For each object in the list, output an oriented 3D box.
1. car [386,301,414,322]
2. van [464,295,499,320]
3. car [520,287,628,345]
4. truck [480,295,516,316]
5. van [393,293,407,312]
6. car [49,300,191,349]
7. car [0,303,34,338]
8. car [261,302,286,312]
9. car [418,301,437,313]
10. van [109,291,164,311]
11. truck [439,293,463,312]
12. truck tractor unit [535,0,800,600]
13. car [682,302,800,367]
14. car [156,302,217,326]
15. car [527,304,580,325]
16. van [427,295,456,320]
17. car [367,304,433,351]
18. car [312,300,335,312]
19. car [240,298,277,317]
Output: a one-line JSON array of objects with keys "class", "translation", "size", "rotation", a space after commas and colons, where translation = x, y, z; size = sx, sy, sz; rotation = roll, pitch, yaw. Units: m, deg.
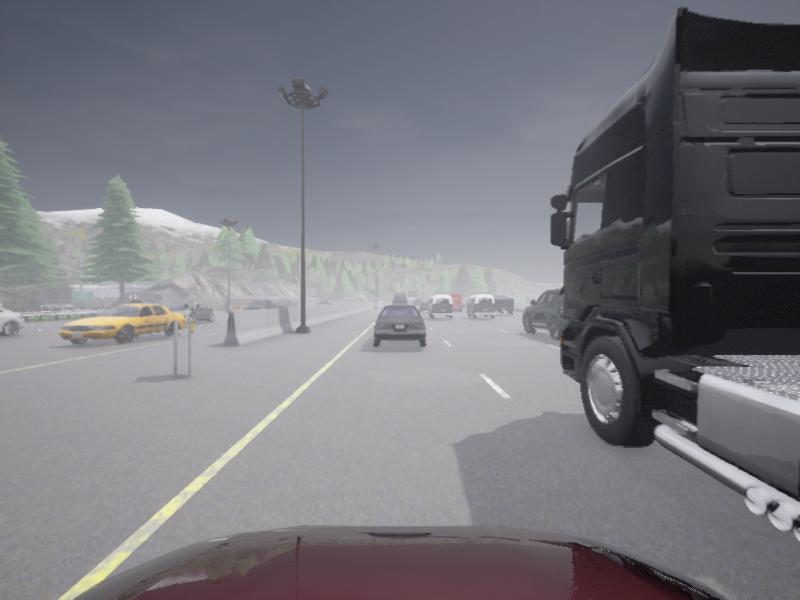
[{"class": "car", "translation": [-0.012, 0.833, 32.159], "size": [2.038, 1.542, 4.974], "rotation": [0, 0, 0]}, {"class": "van", "translation": [6.987, 0.576, 34.786], "size": [2.069, 2.038, 4.480], "rotation": [0, 0, 0]}, {"class": "car", "translation": [6.994, 0.568, 16.917], "size": [2.150, 2.045, 5.566], "rotation": [0, 0, 0]}, {"class": "truck", "translation": [10.485, 0.549, 43.501], "size": [2.390, 2.098, 6.274], "rotation": [0, 0, 0]}, {"class": "van", "translation": [-0.012, 0.330, 56.390], "size": [1.988, 2.561, 5.915], "rotation": [0, 0, 0]}, {"class": "car", "translation": [-10.505, 0.803, 15.694], "size": [1.801, 1.575, 5.366], "rotation": [0, 0, 0]}, {"class": "car", "translation": [-17.513, 0.872, 15.821], "size": [1.812, 1.442, 4.674], "rotation": [0, 0, 0]}, {"class": "car", "translation": [-17.524, 0.952, 55.575], "size": [1.895, 1.301, 4.718], "rotation": [0, 0, 0]}, {"class": "car", "translation": [3.479, 0.844, 51.896], "size": [2.128, 1.511, 4.902], "rotation": [0, 0, 0]}, {"class": "van", "translation": [-34.846, 0.133, 53.040], "size": [5.915, 2.561, 1.988], "rotation": [0, 0, 0]}, {"class": "truck", "translation": [6.978, 0.367, 54.856], "size": [2.627, 2.467, 5.204], "rotation": [0, 0, 0]}, {"class": "truck tractor unit", "translation": [3.501, -0.523, 2.590], "size": [3.053, 4.208, 6.516], "rotation": [0, 0, 0]}, {"class": "car", "translation": [10.497, 0.830, 11.216], "size": [2.007, 1.525, 4.514], "rotation": [0, 0, 0]}, {"class": "car", "translation": [-14.008, 0.857, 26.526], "size": [1.970, 1.475, 3.806], "rotation": [0, 0, 0]}, {"class": "car", "translation": [10.491, 0.948, 27.808], "size": [1.895, 1.301, 4.718], "rotation": [0, 0, 0]}, {"class": "van", "translation": [3.489, 0.582, 34.613], "size": [2.069, 2.038, 4.480], "rotation": [0, 1, 0]}, {"class": "car", "translation": [-0.004, 0.897, 15.151], "size": [2.033, 1.411, 5.357], "rotation": [0, 0, 0]}, {"class": "car", "translation": [-10.519, 0.788, 55.267], "size": [2.152, 1.651, 5.027], "rotation": [0, 0, 0]}, {"class": "car", "translation": [-14.016, 0.701, 40.049], "size": [2.097, 1.767, 4.553], "rotation": [0, 0, 0]}]
